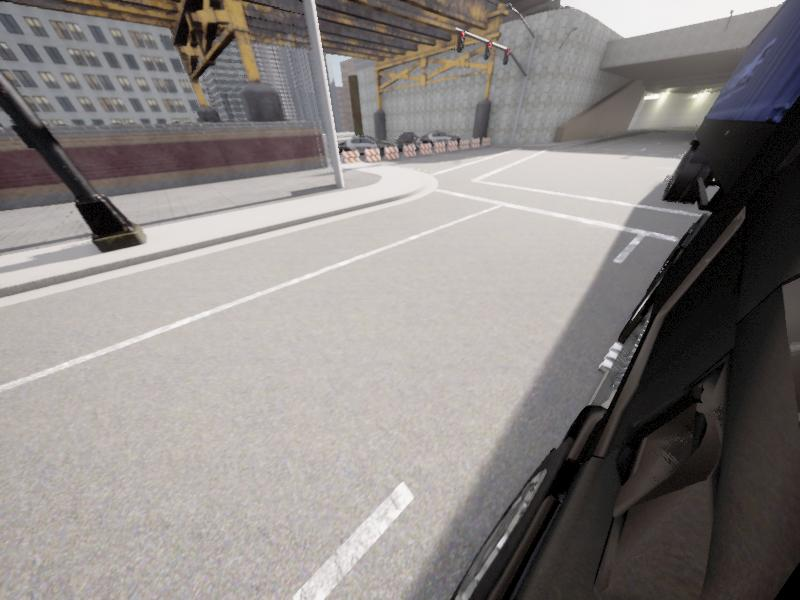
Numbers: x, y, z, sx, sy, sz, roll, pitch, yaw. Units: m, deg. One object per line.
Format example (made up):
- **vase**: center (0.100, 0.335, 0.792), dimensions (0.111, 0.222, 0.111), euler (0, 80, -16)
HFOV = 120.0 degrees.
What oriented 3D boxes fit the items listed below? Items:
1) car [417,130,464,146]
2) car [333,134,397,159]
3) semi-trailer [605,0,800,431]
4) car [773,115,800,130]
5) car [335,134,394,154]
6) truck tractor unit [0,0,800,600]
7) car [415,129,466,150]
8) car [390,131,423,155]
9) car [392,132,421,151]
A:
- **car**: center (4.264, -17.555, 24.947), dimensions (4.536, 1.218, 1.853), euler (-8, 38, -8)
- **car**: center (-2.806, -13.034, 19.575), dimensions (4.974, 1.542, 2.038), euler (1, 37, 4)
- **semi-trailer**: center (8.311, -3.832, 4.591), dimensions (2.717, 4.402, 14.254), euler (30, 47, 34)
- **car**: center (59.019, -26.335, 34.296), dimensions (5.027, 1.651, 2.152), euler (-16, 39, -17)
- **car**: center (-2.862, -13.160, 19.483), dimensions (4.536, 1.218, 1.853), euler (1, 37, 4)
- **truck tractor unit**: center (2.645, -0.295, 0.351), dimensions (6.516, 4.208, 3.053), euler (-28, 44, -30)
- **car**: center (4.320, -17.437, 25.050), dimensions (4.974, 1.542, 2.038), euler (-8, 38, -8)
- **car**: center (0.716, -14.907, 21.881), dimensions (2.038, 1.542, 4.974), euler (7, 38, 12)
- **car**: center (0.724, -15.063, 21.826), dimensions (1.853, 1.218, 4.536), euler (7, 38, 12)
